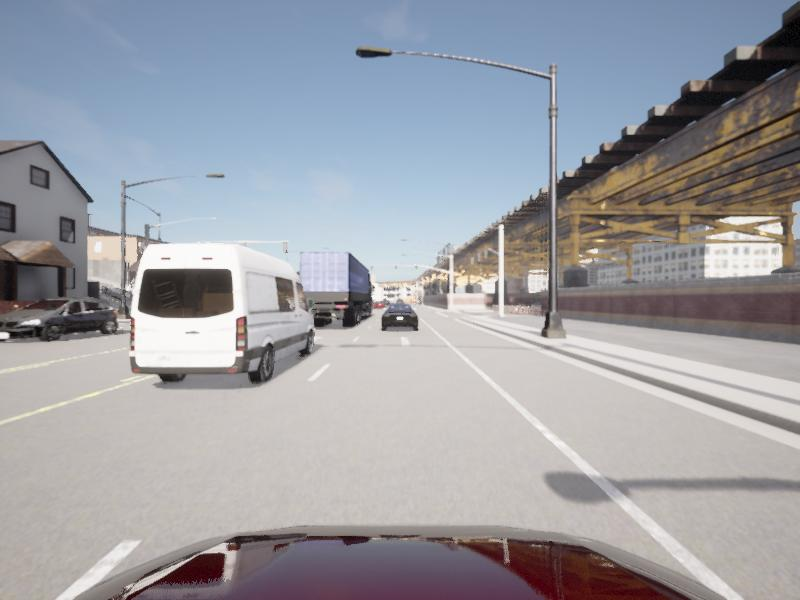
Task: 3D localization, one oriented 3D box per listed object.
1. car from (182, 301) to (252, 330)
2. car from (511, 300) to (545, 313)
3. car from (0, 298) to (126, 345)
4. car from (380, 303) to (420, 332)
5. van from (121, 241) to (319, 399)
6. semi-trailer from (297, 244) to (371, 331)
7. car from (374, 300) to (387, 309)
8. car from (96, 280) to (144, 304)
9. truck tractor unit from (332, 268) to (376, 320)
[{"bbox_3d":[-10.505,0.821,23.372,2.007,1.525,4.514,0,0,0],"label":"car"},{"bbox_3d":[15.921,0.780,49.718,2.038,1.542,4.974,0,0,44],"label":"car"},{"bbox_3d":[-13.942,0.752,16.369,2.242,1.667,4.611,0,0,1],"label":"car"},{"bbox_3d":[-0.005,0.901,22.226,1.994,1.385,4.181,0,0,0],"label":"car"},{"bbox_3d":[-3.505,0.319,9.414,1.988,2.561,5.915,0,0,0],"label":"van"},{"bbox_3d":[-3.894,-0.629,27.529,2.717,4.402,14.254,0,0,0],"label":"semi-trailer"},{"bbox_3d":[-3.523,0.828,72.161,2.163,1.488,4.792,0,0,0],"label":"car"},{"bbox_3d":[-31.972,-0.898,45.693,3.806,1.475,1.970,22,0,-1],"label":"car"},{"bbox_3d":[-3.900,-0.535,35.438,3.053,4.208,6.516,0,1,0],"label":"truck tractor unit"}]
